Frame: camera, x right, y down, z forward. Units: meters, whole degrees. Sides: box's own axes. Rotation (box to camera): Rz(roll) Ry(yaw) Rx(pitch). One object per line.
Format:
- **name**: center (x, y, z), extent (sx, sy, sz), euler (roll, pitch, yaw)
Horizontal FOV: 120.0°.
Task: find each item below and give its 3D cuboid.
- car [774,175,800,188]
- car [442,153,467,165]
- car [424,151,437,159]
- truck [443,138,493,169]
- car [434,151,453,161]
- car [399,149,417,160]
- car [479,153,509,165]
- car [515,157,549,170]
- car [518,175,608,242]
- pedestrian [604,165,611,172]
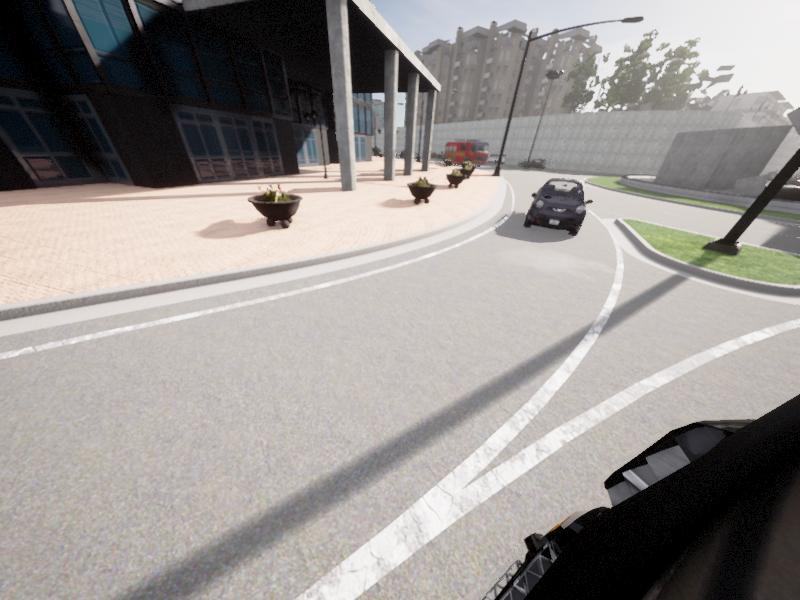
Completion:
- **car**: center (55.399, -16.725, 32.567), extent (4.181, 1.385, 1.994), euler (-15, 38, -25)
- **car**: center (10.846, -28.335, 46.364), extent (1.801, 1.575, 5.366), euler (-14, 37, -24)
- **car**: center (8.993, -42.321, 67.438), extent (1.789, 1.549, 3.705), euler (-15, 38, -25)
- **truck**: center (10.971, -24.656, 38.764), extent (2.891, 3.827, 8.468), euler (-12, 36, -21)
- **car**: center (10.903, -36.423, 58.431), extent (2.097, 1.767, 4.553), euler (-15, 37, -25)
- **car**: center (1.862, -33.688, 53.477), extent (1.932, 1.855, 4.605), euler (-16, 38, -27)
- **car**: center (20.386, -30.761, 50.386), extent (2.150, 2.045, 5.566), euler (-16, 38, -26)
- **car**: center (23.745, -24.622, 41.701), extent (2.242, 1.667, 4.611), euler (-24, 42, -35)
- **car**: center (5.766, -3.548, 8.449), extent (1.845, 1.501, 3.633), euler (19, 37, 23)
- **pedestrian**: center (36.636, -23.249, 40.860), extent (0.500, 1.100, 0.500), euler (26, 40, 30)
